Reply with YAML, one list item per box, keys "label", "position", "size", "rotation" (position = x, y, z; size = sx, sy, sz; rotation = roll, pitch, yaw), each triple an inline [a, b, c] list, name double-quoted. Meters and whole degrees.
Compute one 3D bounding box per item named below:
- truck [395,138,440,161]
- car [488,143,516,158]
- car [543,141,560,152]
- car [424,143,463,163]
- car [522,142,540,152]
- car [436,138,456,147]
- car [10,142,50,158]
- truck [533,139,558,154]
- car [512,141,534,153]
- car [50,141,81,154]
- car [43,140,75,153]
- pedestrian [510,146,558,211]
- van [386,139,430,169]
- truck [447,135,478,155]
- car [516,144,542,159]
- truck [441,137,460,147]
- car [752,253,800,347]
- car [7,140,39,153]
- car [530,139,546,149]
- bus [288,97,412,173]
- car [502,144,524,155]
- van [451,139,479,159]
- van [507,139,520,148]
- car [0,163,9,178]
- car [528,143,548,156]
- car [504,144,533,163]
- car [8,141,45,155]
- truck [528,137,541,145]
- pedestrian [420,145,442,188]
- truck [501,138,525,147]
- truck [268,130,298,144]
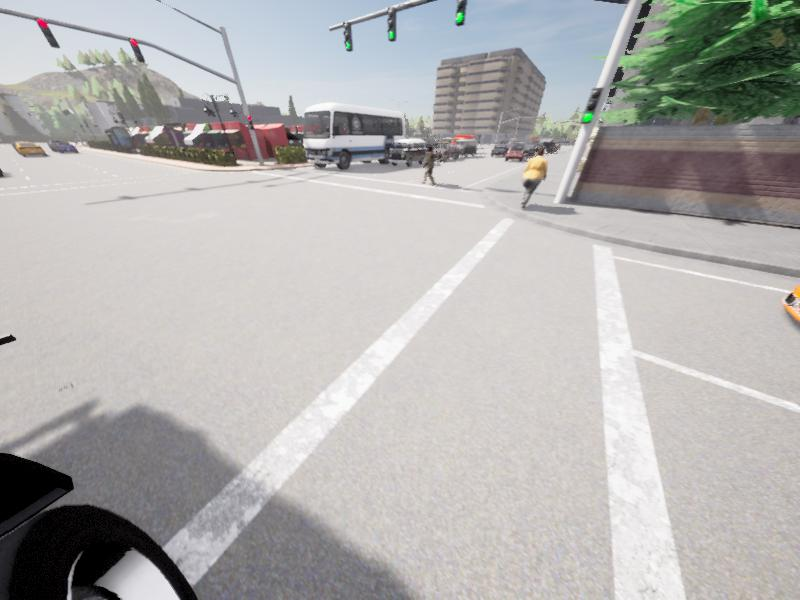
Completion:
- label: "truck"
  position: [2.195, -18.175, 27.765]
  size: [2.390, 2.098, 6.274]
  rotation: [22, 41, 27]
- label: "car"
  position: [14.340, -20.936, 32.285]
  size: [2.128, 1.511, 4.902]
  rotation: [22, 41, 27]
- label: "car"
  position: [30.548, -30.919, 46.449]
  size: [1.930, 1.638, 5.238]
  rotation: [22, 41, 27]
- label: "car"
  position: [4.997, -16.758, 26.193]
  size: [2.152, 1.651, 5.027]
  rotation: [22, 41, 27]
- label: "car"
  position: [26.472, -31.036, 46.681]
  size: [2.007, 1.525, 4.514]
  rotation: [22, 41, 27]
- label: "car"
  position: [12.248, -42.056, 61.697]
  size: [4.605, 1.855, 1.932]
  rotation: [22, 41, 28]
- label: "car"
  position: [-46.724, -19.037, 29.166]
  size: [5.008, 1.535, 1.882]
  rotation: [22, 40, 27]
- label: "truck"
  position: [25.428, -26.845, 40.238]
  size: [2.390, 2.098, 6.274]
  rotation: [22, 41, 27]
- label: "car"
  position: [22.092, -27.432, 41.455]
  size: [2.152, 1.651, 5.027]
  rotation: [22, 40, 27]
- label: "car"
  position: [-49.841, -22.719, 34.411]
  size: [4.193, 1.474, 1.816]
  rotation: [22, 41, 28]
- label: "car"
  position: [-55.191, -24.964, 37.415]
  size: [4.856, 1.649, 2.033]
  rotation: [22, 41, 28]
- label: "pedestrian"
  position: [4.547, -4.164, 7.930]
  size: [0.751, 1.860, 0.751]
  rotation: [25, 42, 31]
- label: "van"
  position: [0.813, -13.496, 21.174]
  size: [2.069, 2.038, 4.480]
  rotation: [19, 39, 24]
- label: "truck"
  position: [9.979, -24.814, 36.891]
  size: [2.627, 2.467, 5.204]
  rotation: [22, 41, 28]
- label: "car"
  position: [17.186, -19.763, 30.623]
  size: [1.882, 1.535, 5.008]
  rotation: [22, 41, 28]
- label: "truck"
  position: [13.852, -43.518, 63.617]
  size: [4.478, 2.038, 2.069]
  rotation: [22, 41, 28]
- label: "car"
  position: [7.370, 0.489, 1.724]
  size: [4.553, 1.767, 2.097]
  rotation: [22, 41, 28]
- label: "car"
  position: [-57.849, -23.547, 35.464]
  size: [5.008, 1.535, 1.882]
  rotation: [22, 41, 28]
- label: "car"
  position: [30.925, -34.975, 51.800]
  size: [1.932, 1.855, 4.605]
  rotation: [22, 41, 27]
- label: "bus"
  position: [-3.471, -14.216, 20.243]
  size: [3.944, 4.253, 10.273]
  rotation: [22, 41, 28]
- label: "car"
  position: [17.996, -23.919, 36.664]
  size: [1.994, 1.385, 4.181]
  rotation: [22, 41, 28]
- label: "van"
  position: [8.547, -19.861, 30.301]
  size: [1.775, 1.987, 4.442]
  rotation: [22, 41, 28]
- label: "van"
  position: [29.874, -41.283, 60.826]
  size: [1.775, 1.987, 4.442]
  rotation: [22, 41, 27]
- label: "car"
  position: [-27.747, -8.779, 14.838]
  size: [4.792, 1.488, 2.163]
  rotation: [22, 41, 28]
- label: "car"
  position: [21.028, -22.960, 35.171]
  size: [1.789, 1.549, 3.705]
  rotation: [22, 41, 27]
- label: "car"
  position: [13.448, -16.674, 26.157]
  size: [1.851, 1.617, 3.988]
  rotation: [22, 41, 28]
- label: "car"
  position: [-52.244, -21.245, 32.298]
  size: [4.792, 1.488, 2.163]
  rotation: [22, 41, 28]
- label: "truck"
  position: [48.279, -57.016, 82.846]
  size: [2.627, 2.467, 5.204]
  rotation: [22, 40, 27]
- label: "pedestrian"
  position: [1.594, -6.995, 12.102]
  size: [0.751, 1.860, 0.751]
  rotation: [22, 41, 28]
- label: "truck"
  position: [34.178, -47.921, 70.261]
  size: [6.274, 2.098, 2.390]
  rotation: [12, 37, 15]
- label: "truck"
  position: [-40.561, -56.792, 80.722]
  size: [2.891, 3.827, 8.468]
  rotation: [23, 41, 29]
